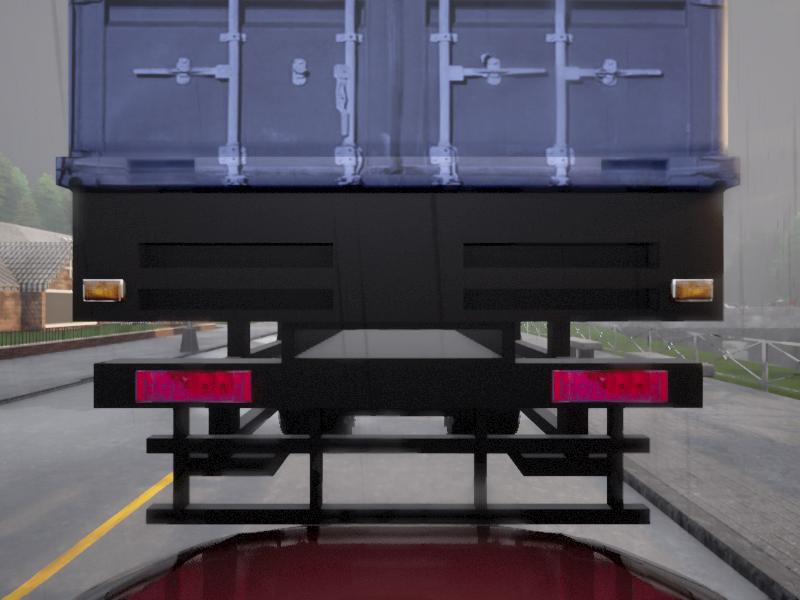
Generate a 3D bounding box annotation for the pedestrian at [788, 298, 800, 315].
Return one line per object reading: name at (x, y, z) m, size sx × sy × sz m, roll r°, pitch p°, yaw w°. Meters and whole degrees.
pedestrian at (44.880, 0.734, 45.534) m, size 0.751 × 1.860 × 0.751 m, roll 0°, pitch 0°, yaw 16°

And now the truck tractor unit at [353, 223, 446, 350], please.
truck tractor unit at (-0.013, -0.447, 16.454) m, size 3.053 × 4.208 × 6.516 m, roll 0°, pitch 0°, yaw 0°

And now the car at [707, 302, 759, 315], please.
car at (42.278, 1.054, 50.891) m, size 4.974 × 1.542 × 2.038 m, roll 0°, pitch 0°, yaw 0°

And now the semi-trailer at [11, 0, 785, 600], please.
semi-trailer at (-0.008, -0.588, 8.543) m, size 2.717 × 4.402 × 14.254 m, roll 0°, pitch 0°, yaw 0°
